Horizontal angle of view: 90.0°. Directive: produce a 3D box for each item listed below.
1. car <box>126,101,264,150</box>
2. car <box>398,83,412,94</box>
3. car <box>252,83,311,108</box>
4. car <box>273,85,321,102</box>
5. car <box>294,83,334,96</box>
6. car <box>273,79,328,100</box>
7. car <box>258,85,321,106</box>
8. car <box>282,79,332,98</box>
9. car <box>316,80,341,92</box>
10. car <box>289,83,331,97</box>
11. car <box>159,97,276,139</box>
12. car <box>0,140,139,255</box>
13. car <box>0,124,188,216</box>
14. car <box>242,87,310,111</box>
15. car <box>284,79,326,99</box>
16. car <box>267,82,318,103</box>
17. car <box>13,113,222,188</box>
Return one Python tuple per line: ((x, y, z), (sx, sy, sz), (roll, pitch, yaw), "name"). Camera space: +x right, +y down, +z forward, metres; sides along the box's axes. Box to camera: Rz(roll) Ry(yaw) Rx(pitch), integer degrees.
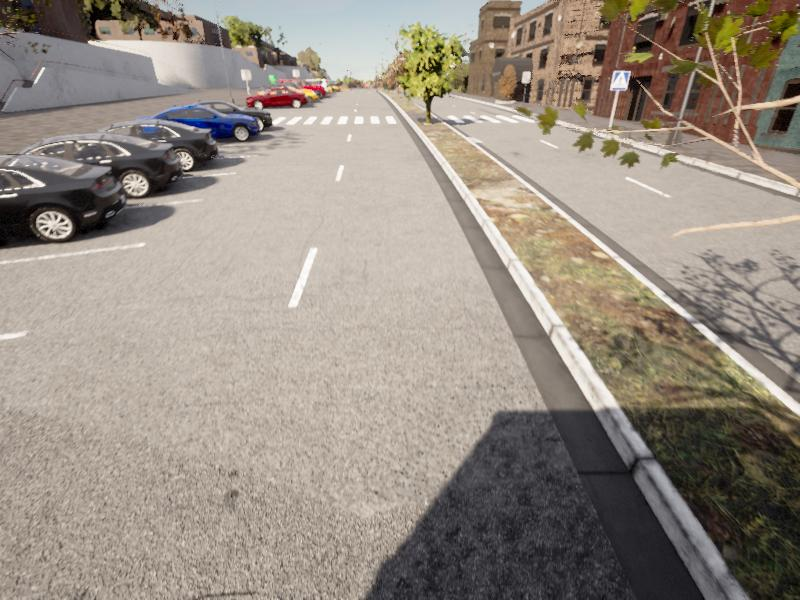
((-8.950, -7.888, 17.881), (5.008, 1.535, 2.097), (-13, 32, -20), "car")
((0.771, -35.287, 66.681), (1.882, 1.535, 5.008), (-2, 29, -4), "car")
((-10.559, -18.347, 35.792), (4.553, 1.767, 2.185), (-13, 32, -21), "car")
((-11.210, -22.574, 43.640), (4.674, 1.452, 2.002), (-13, 31, -21), "car")
((-12.735, -31.169, 59.148), (5.366, 1.575, 1.946), (-13, 31, -21), "car")
((-11.413, -24.282, 46.107), (5.566, 2.045, 2.435), (-13, 31, -21), "car")
((-10.587, -19.750, 38.516), (5.366, 1.575, 1.946), (-13, 32, -21), "car")
((-11.914, -27.142, 51.273), (5.566, 2.045, 2.435), (-13, 31, -21), "car")
((-14.281, -42.820, 80.005), (4.442, 1.987, 1.878), (-13, 31, -21), "car")
((-12.119, -28.358, 54.010), (5.008, 1.535, 2.097), (-13, 31, -21), "car")
((-9.171, -9.377, 20.432), (5.008, 1.535, 2.097), (-13, 32, -20), "car")
((-8.212, -1.914, 7.699), (4.892, 1.521, 2.231), (-12, 33, -18), "car")
((-8.356, -3.410, 10.244), (4.892, 1.521, 2.231), (-12, 33, -19), "car")
((-10.293, -16.778, 33.283), (5.008, 1.535, 2.097), (-13, 32, -21), "car")
((-11.559, -25.716, 48.742), (4.442, 1.987, 1.878), (-13, 31, -21), "car")
((-11.010, -21.262, 40.961), (4.553, 1.767, 2.185), (-13, 32, -21), "car")
((-8.526, -4.906, 12.792), (4.892, 1.521, 2.231), (-13, 33, -19), "car")
